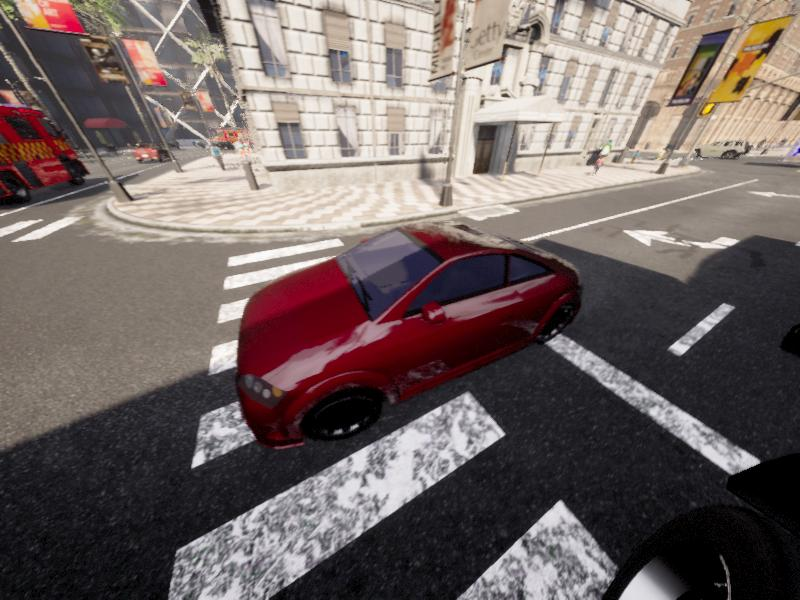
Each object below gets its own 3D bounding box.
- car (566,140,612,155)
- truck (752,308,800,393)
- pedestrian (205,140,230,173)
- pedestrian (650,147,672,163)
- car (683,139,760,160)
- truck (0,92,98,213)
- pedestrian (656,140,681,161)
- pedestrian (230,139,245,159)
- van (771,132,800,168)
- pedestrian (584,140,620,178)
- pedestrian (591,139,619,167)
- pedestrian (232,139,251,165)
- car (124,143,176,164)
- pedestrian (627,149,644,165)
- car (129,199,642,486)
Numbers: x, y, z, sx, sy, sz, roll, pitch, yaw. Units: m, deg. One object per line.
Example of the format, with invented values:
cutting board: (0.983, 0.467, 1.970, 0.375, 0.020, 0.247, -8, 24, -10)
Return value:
car: (28.075, -22.825, 34.485, 2.242, 1.667, 4.611, -17, 39, -23)
truck: (7.436, -0.274, 2.433, 6.274, 2.098, 2.390, -17, 39, -23)
pedestrian: (-12.690, -10.005, 16.088, 0.751, 1.860, 0.751, -21, 41, -27)
pedestrian: (26.249, -14.647, 23.256, 0.751, 1.300, 0.751, -16, 38, -21)
car: (37.001, -17.525, 26.823, 1.932, 1.855, 4.605, -16, 39, -22)
truck: (-17.915, -6.450, 9.708, 2.891, 3.827, 8.468, -19, 39, -25)
pedestrian: (28.096, -15.660, 24.193, 0.751, 1.860, 0.751, -17, 39, -23)
pedestrian: (-17.861, -16.646, 25.451, 0.751, 1.860, 0.751, -20, 40, -25)
van: (35.086, -11.402, 17.733, 2.351, 2.431, 6.366, -18, 39, -23)
pedestrian: (11.889, -8.330, 13.660, 0.751, 1.860, 0.751, -22, 41, -28)
pedestrian: (16.410, -11.805, 18.538, 0.751, 1.860, 0.751, -13, 37, -18)
pedestrian: (-13.703, -12.809, 20.037, 0.751, 1.860, 0.751, -17, 39, -22)
car: (-27.037, -16.141, 25.277, 2.152, 1.651, 5.027, -15, 38, -20)
pedestrian: (20.248, -12.289, 19.865, 0.500, 1.100, 0.500, -25, 43, -31)
car: (0.274, -0.130, 2.882, 4.181, 1.385, 1.994, -15, 38, -20)
